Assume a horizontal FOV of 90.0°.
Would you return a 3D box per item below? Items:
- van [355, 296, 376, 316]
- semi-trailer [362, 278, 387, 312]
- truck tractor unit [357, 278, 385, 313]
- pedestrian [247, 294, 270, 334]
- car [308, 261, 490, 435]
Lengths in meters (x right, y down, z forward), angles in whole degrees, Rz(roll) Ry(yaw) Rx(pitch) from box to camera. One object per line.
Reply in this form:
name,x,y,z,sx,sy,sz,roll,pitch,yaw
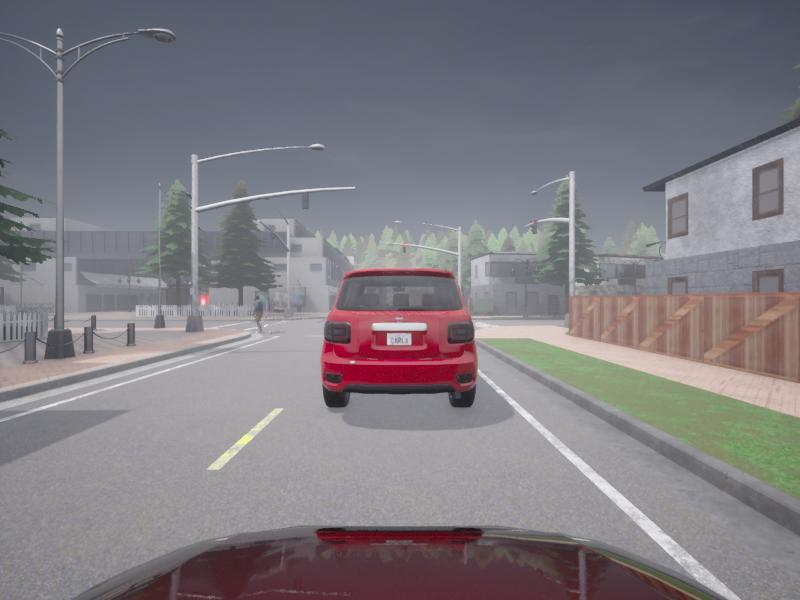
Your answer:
van,-3.563,0.598,41.977,1.775,1.987,4.442,0,0,0
semi-trailer,-3.525,-0.618,59.051,2.717,4.402,14.254,0,0,0
truck tractor unit,-3.568,-0.515,51.138,3.053,4.208,6.516,0,0,0
pedestrian,-6.674,0.638,18.891,0.751,1.860,0.751,0,0,12
car,-0.013,0.568,7.496,2.150,2.045,5.566,0,0,0
